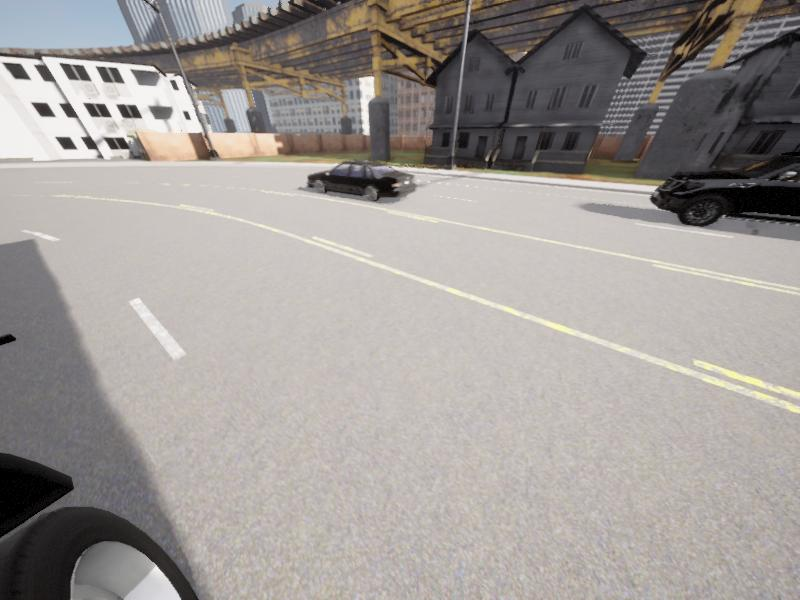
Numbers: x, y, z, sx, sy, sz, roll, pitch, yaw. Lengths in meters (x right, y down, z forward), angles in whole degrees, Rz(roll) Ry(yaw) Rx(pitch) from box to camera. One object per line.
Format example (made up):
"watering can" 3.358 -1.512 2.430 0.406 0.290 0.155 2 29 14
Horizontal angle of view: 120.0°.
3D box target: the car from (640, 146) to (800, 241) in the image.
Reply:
"car" 11.181 -3.038 6.537 5.566 2.045 2.150 22 41 28

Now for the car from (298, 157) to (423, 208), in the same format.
"car" -1.841 -5.501 10.488 5.357 1.411 2.033 20 40 25
